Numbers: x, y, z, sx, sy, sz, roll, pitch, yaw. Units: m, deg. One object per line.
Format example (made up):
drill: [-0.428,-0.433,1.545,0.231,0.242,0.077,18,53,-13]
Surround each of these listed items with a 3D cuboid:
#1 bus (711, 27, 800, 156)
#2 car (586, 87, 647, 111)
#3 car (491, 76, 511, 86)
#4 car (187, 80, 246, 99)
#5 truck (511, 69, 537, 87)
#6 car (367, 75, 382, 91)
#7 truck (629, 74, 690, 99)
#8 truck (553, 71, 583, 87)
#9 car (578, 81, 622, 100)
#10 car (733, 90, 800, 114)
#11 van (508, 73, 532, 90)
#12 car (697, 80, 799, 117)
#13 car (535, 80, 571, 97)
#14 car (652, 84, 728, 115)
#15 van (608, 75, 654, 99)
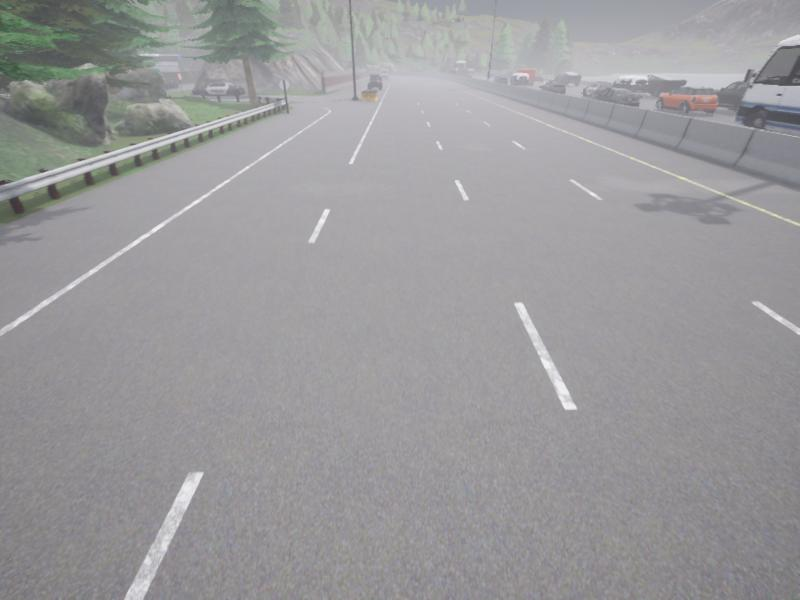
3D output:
bus: [17.352,-7.378,14.302,3.944,4.253,10.273,0,31,0]
car: [17.453,-16.440,32.594,2.033,1.411,5.357,0,30,0]
car: [17.400,-37.969,69.300,2.128,1.511,4.902,0,30,0]
car: [-18.867,-21.772,41.350,4.974,1.542,2.038,0,30,0]
truck: [20.901,-37.562,67.570,2.627,2.467,5.204,0,30,0]
car: [-3.584,-31.057,57.159,1.905,1.878,3.866,0,30,0]
truck: [27.934,-23.195,43.379,2.390,2.098,6.274,0,30,0]
truck: [27.903,-36.856,66.696,2.390,2.098,6.274,0,30,0]
car: [20.940,-22.115,42.133,2.038,1.542,4.974,0,30,0]
car: [27.956,-14.953,30.101,1.895,1.301,4.718,0,30,0]
van: [17.414,-31.972,58.478,2.069,2.038,4.480,0,30,0]
car: [24.455,-14.460,28.526,2.150,2.045,5.566,0,30,0]
car: [17.433,-24.299,45.894,2.128,1.511,4.902,0,30,0]
car: [20.957,-14.723,29.247,2.097,1.767,4.553,0,30,0]
van: [24.437,-22.666,42.549,2.069,2.038,4.480,0,30,0]
